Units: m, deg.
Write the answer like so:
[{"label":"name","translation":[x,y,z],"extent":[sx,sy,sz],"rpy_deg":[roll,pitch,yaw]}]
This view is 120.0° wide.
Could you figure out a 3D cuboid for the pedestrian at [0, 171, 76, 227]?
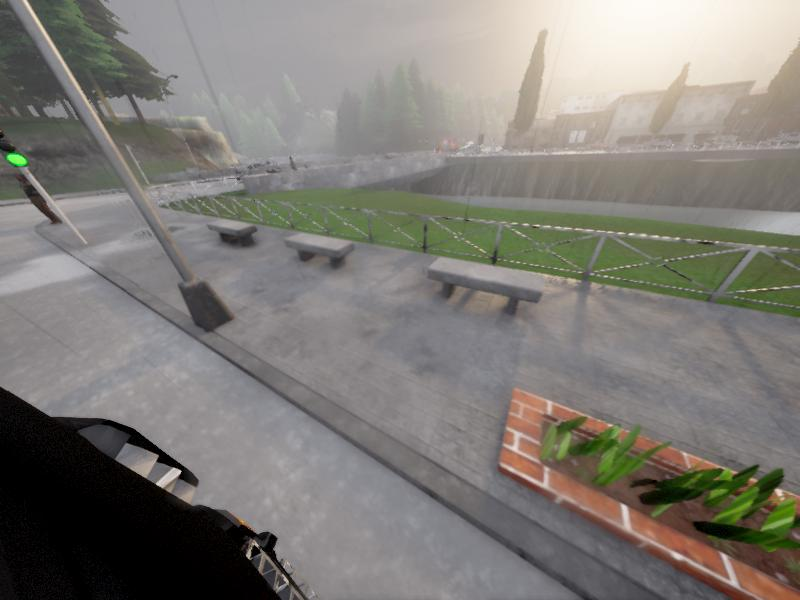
[{"label":"pedestrian","translation":[-14.214,-3.918,9.027],"extent":[0.751,1.860,0.751],"rpy_deg":[-2,34,2]}]

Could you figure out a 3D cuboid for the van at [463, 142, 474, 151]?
[{"label":"van","translation":[25.036,-56.323,84.623],"extent":[1.988,2.561,5.915],"rpy_deg":[16,38,26]}]

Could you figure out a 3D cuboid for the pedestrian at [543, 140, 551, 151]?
[{"label":"pedestrian","translation":[31.498,-33.184,49.654],"extent":[0.751,1.860,0.751],"rpy_deg":[-24,39,-28]}]

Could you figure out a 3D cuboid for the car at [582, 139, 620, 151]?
[{"label":"car","translation":[37.749,-29.191,43.600],"extent":[5.027,1.651,2.152],"rpy_deg":[16,38,26]}]

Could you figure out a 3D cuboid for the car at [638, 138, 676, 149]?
[{"label":"car","translation":[44.547,-27.205,40.212],"extent":[3.806,1.475,1.970],"rpy_deg":[16,38,26]}]

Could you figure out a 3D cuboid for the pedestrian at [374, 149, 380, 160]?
[{"label":"pedestrian","translation":[-4.800,-29.835,47.404],"extent":[0.751,1.860,0.751],"rpy_deg":[-27,40,-32]}]

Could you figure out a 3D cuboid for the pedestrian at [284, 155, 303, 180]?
[{"label":"pedestrian","translation":[-9.322,-11.619,20.267],"extent":[0.751,1.860,0.751],"rpy_deg":[16,38,26]}]

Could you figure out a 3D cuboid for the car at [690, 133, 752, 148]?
[{"label":"car","translation":[50.981,-25.450,36.920],"extent":[5.238,1.638,1.930],"rpy_deg":[16,38,26]}]

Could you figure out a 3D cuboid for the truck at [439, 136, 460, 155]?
[{"label":"truck","translation":[13.115,-40.575,60.663],"extent":[2.891,3.827,8.468],"rpy_deg":[13,37,23]}]

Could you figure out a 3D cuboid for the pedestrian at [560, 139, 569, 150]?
[{"label":"pedestrian","translation":[34.145,-32.191,47.953],"extent":[0.751,1.860,0.751],"rpy_deg":[23,41,33]}]

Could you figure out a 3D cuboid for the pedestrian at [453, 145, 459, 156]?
[{"label":"pedestrian","translation":[11.239,-30.003,46.425],"extent":[0.751,1.860,0.751],"rpy_deg":[10,36,18]}]

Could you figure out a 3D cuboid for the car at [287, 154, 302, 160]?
[{"label":"car","translation":[-40.271,-54.550,87.963],"extent":[1.837,1.490,4.892],"rpy_deg":[16,38,26]}]

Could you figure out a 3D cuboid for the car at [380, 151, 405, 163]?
[{"label":"car","translation":[-1.241,-25.326,40.860],"extent":[2.038,1.542,4.974],"rpy_deg":[16,38,26]}]

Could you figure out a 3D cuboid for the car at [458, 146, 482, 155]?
[{"label":"car","translation":[16.463,-35.107,54.158],"extent":[4.856,1.649,2.033],"rpy_deg":[14,37,23]}]

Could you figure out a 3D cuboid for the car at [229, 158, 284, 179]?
[{"label":"car","translation":[-16.134,-15.009,26.325],"extent":[2.242,1.667,4.611],"rpy_deg":[16,38,26]}]

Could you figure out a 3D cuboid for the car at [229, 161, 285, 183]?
[{"label":"car","translation":[-13.927,-12.658,22.786],"extent":[1.816,1.474,4.193],"rpy_deg":[16,38,26]}]

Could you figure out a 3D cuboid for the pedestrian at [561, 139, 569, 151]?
[{"label":"pedestrian","translation":[33.866,-31.889,47.518],"extent":[0.751,1.860,0.751],"rpy_deg":[11,36,20]}]

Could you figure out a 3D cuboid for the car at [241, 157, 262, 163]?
[{"label":"car","translation":[-46.466,-43.944,72.471],"extent":[2.163,1.488,4.792],"rpy_deg":[16,38,26]}]

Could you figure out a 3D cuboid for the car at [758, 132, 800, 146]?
[{"label":"car","translation":[56.839,-23.721,34.010],"extent":[3.806,1.475,1.970],"rpy_deg":[16,38,26]}]

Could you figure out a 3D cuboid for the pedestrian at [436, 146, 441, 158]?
[{"label":"pedestrian","translation":[7.400,-28.577,44.566],"extent":[0.751,1.860,0.751],"rpy_deg":[15,38,25]}]
